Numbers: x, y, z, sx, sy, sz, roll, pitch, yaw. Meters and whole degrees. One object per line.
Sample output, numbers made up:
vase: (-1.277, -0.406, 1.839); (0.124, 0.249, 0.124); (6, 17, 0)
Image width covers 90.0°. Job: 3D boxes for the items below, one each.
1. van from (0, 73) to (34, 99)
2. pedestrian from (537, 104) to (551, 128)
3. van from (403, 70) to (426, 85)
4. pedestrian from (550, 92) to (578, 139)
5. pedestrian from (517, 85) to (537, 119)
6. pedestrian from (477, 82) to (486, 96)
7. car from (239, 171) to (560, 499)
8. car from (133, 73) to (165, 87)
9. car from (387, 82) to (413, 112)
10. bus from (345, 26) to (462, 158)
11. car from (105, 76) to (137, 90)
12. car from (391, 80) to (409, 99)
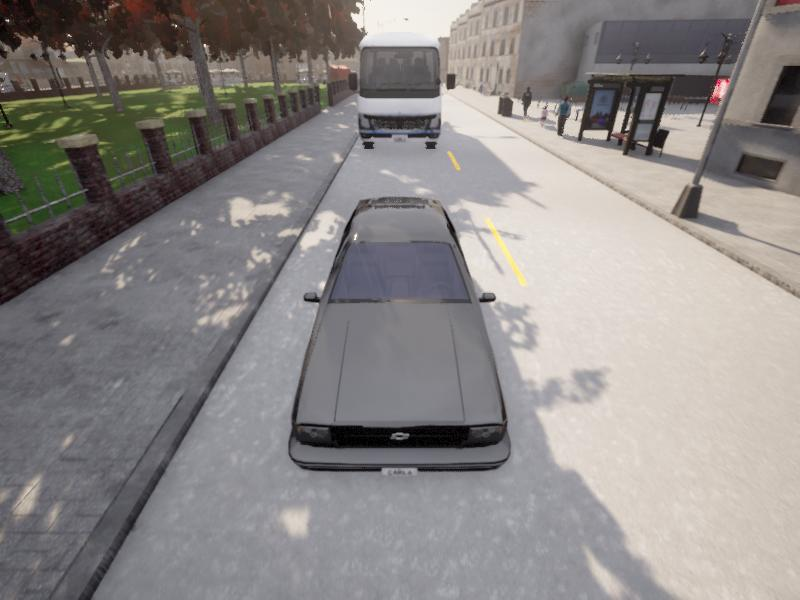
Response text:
van: (-45.195, -23.964, 44.698); (2.351, 2.431, 6.366); (0, 30, 0)
pedestrian: (7.826, -10.022, 21.779); (0.500, 1.100, 0.500); (6, 31, 11)
van: (2.921, -45.609, 81.818); (1.988, 2.561, 5.915); (-15, 34, -24)
pedestrian: (7.500, -8.457, 18.352); (0.751, 1.860, 0.751); (15, 34, 24)
pedestrian: (8.055, -12.582, 25.401); (0.751, 1.860, 0.751); (1, 30, 2)
pedestrian: (9.210, -23.888, 45.277); (0.751, 1.300, 0.751); (3, 30, 5)
car: (-0.003, -0.344, 5.204); (2.033, 1.411, 5.357); (0, 30, 0)
car: (-45.314, -39.732, 72.309); (2.150, 2.045, 5.566); (0, 30, 0)
car: (-0.014, -16.256, 31.904); (1.905, 1.878, 3.866); (0, 30, 0)
bus: (0.113, -10.059, 18.961); (3.944, 4.253, 10.273); (0, 31, 0)
car: (-45.313, -35.431, 65.119); (1.932, 1.855, 4.605); (0, 30, 0)
car: (-0.025, -23.597, 44.696); (1.930, 1.638, 5.238); (0, 30, 0)
